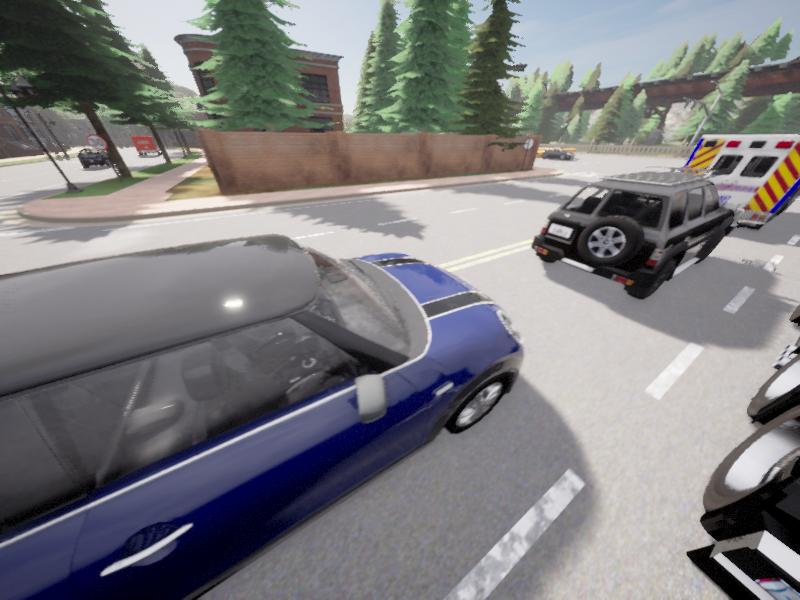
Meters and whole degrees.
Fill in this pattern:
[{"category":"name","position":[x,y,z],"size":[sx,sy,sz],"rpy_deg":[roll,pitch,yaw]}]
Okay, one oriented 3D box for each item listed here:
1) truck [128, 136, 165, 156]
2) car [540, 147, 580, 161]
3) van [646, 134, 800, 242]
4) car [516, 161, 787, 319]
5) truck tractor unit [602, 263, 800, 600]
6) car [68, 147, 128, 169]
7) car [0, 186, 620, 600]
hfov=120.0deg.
[{"category":"truck","position":[-38.677,-23.669,35.464],"size":[2.627,2.467,5.204],"rpy_deg":[-22,41,-29]},{"category":"car","position":[21.897,-20.116,31.787],"size":[1.970,1.475,3.806],"rpy_deg":[-18,39,-24]},{"category":"van","position":[11.954,-4.108,7.875],"size":[6.366,2.431,2.351],"rpy_deg":[-18,39,-24]},{"category":"car","position":[4.968,-1.605,4.702],"size":[4.605,1.855,1.932],"rpy_deg":[-18,39,-25]},{"category":"truck tractor unit","position":[5.107,-0.305,0.784],"size":[6.516,4.208,3.053],"rpy_deg":[-18,39,-24]},{"category":"car","position":[-27.568,-13.162,21.329],"size":[1.816,1.474,4.193],"rpy_deg":[-17,38,-23]},{"category":"car","position":[-1.010,0.380,1.876],"size":[4.553,1.767,2.097],"rpy_deg":[-18,39,-24]}]
